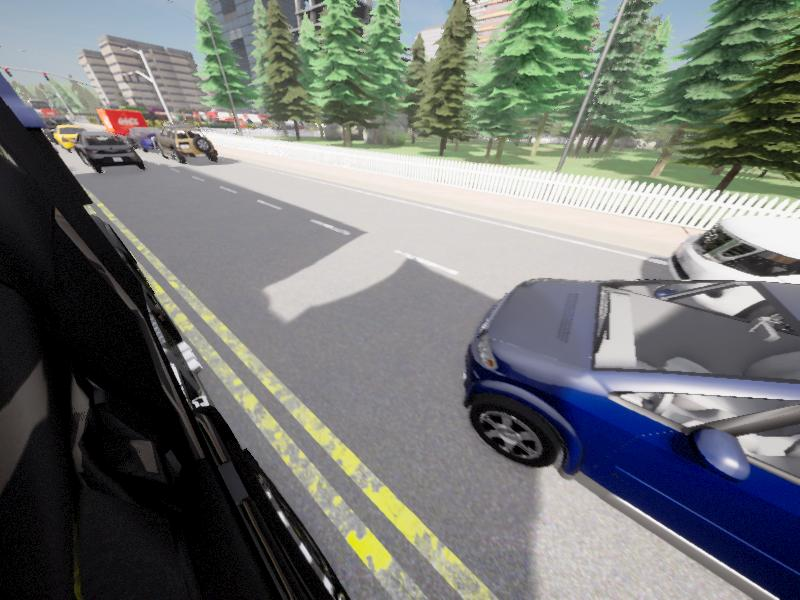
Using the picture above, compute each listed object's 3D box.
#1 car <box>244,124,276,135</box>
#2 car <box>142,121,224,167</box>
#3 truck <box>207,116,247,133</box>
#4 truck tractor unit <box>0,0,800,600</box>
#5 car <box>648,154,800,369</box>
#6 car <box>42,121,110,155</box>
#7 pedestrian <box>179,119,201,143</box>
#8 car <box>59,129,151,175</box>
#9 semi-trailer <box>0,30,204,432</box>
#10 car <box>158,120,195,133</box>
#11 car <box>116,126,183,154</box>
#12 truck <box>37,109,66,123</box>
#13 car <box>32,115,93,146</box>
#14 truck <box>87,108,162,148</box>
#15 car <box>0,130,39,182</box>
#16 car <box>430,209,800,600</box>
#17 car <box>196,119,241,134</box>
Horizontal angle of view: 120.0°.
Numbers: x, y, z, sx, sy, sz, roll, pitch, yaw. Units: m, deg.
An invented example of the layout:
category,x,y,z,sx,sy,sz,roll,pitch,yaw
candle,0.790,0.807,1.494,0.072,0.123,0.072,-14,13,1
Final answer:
category,x,y,z,sx,sy,sz,roll,pitch,yaw
car,-28.244,-34.572,46.841,2.038,1.542,4.974,25,42,27
car,-13.087,-9.483,13.946,4.605,1.855,1.932,26,43,28
truck,-33.647,-34.199,45.208,2.627,2.467,5.204,25,42,27
truck tractor unit,-2.645,-0.295,0.351,6.516,4.208,3.053,28,44,30
car,6.772,0.112,2.212,5.566,2.045,2.150,26,43,28
car,-22.635,-11.373,16.125,5.366,1.575,1.801,26,43,28
pedestrian,-20.265,-16.267,22.284,0.751,1.860,0.751,27,43,29
car,-14.496,-7.369,11.364,4.193,1.474,1.816,26,43,28
semi-trailer,-8.812,-3.522,4.117,14.254,4.402,2.717,27,43,29
car,-38.561,-30.018,40.034,1.851,1.617,3.988,27,43,29
car,-19.034,-12.217,17.558,4.792,1.488,2.163,26,43,28
truck,-81.398,-42.982,53.967,5.204,2.467,2.627,26,43,28
car,-28.230,-14.221,19.331,4.605,1.855,1.932,26,43,28
truck,-24.084,-15.080,20.244,5.204,2.467,2.627,26,43,28
car,-16.173,-5.586,8.878,3.806,1.475,1.970,26,43,29
car,2.330,0.787,1.442,3.705,1.549,1.789,26,43,28
car,-32.600,-31.295,41.747,2.150,2.045,5.566,25,42,27
